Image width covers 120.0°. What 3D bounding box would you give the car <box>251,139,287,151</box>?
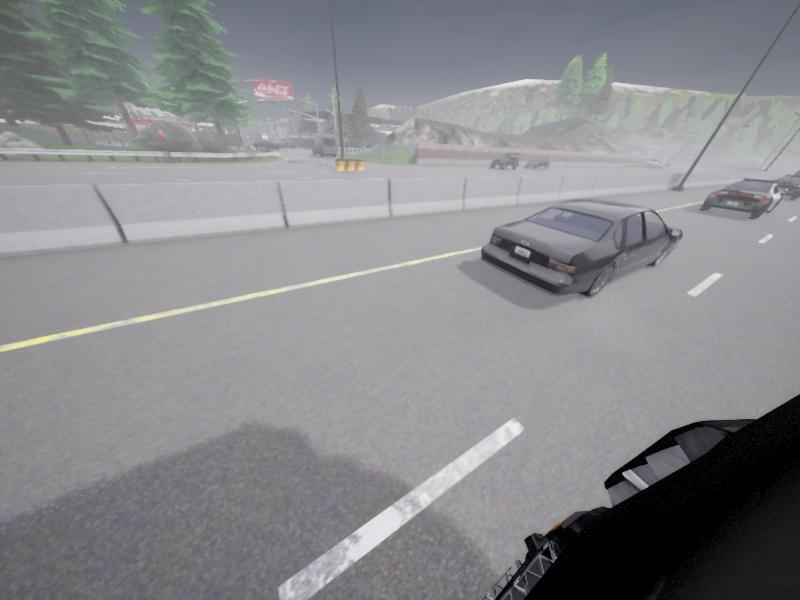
[{"bbox_3d":[-23.202,-27.512,41.028,1.882,1.535,5.008,30,42,34],"label":"car"}]

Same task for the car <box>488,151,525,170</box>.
[{"bbox_3d":[13.690,-17.882,29.706,3.866,1.878,1.905,-16,38,-26],"label":"car"}]

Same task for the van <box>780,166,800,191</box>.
[{"bbox_3d":[43.425,-13.042,24.392,5.915,2.561,1.988,-16,38,-26],"label":"van"}]

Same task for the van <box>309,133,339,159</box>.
[{"bbox_3d":[-10.126,-20.451,30.640,1.988,2.561,5.915,-16,39,-26],"label":"van"}]

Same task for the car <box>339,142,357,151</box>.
[{"bbox_3d":[-13.197,-39.059,58.816,3.866,1.878,1.905,-16,39,-26],"label":"car"}]

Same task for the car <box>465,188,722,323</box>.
[{"bbox_3d":[4.252,-1.399,5.042,5.357,1.411,2.033,-16,38,-26],"label":"car"}]

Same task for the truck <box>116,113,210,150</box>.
[{"bbox_3d":[-34.063,-24.560,33.963,8.468,3.827,2.891,-16,38,-26],"label":"truck"}]

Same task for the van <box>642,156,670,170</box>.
[{"bbox_3d":[57.989,-31.080,52.305,6.366,2.431,2.351,-19,40,-29],"label":"van"}]

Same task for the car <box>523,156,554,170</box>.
[{"bbox_3d":[19.687,-19.455,32.818,3.705,1.549,1.789,-16,38,-26],"label":"car"}]

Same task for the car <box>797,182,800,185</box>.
[{"bbox_3d":[56.549,-16.389,31.302,4.514,1.525,2.007,-16,39,-26],"label":"car"}]

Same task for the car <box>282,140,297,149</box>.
[{"bbox_3d":[-24.567,-34.526,51.204,2.163,1.488,4.792,-14,38,-24],"label":"car"}]

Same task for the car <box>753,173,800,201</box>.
[{"bbox_3d":[30.895,-9.056,18.394,4.974,1.542,2.038,-16,39,-26],"label":"car"}]

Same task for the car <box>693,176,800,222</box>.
[{"bbox_3d":[17.735,-5.301,11.780,4.974,1.542,2.038,-16,39,-26],"label":"car"}]
